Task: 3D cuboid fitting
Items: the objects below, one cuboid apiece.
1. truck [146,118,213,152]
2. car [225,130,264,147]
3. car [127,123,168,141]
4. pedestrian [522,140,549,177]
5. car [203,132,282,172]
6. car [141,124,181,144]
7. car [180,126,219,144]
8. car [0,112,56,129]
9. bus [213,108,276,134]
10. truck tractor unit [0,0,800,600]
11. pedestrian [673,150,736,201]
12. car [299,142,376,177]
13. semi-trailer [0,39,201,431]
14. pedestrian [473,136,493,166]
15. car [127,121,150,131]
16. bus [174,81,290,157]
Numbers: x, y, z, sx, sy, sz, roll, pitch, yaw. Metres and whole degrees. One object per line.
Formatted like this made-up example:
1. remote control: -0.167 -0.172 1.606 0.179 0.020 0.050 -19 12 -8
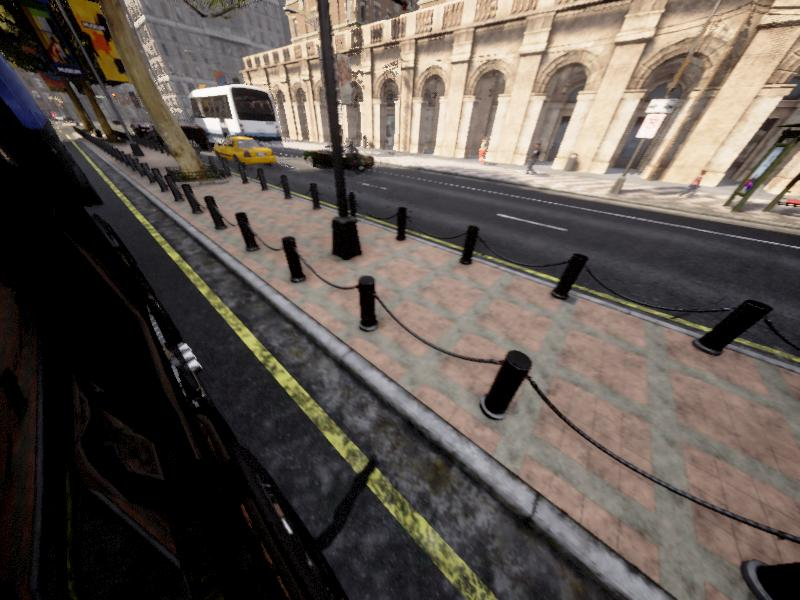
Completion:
1. truck: -19.308 -14.497 20.210 6.274 2.098 2.390 28 43 30
2. car: -17.954 -18.679 26.644 4.718 1.301 1.895 28 43 30
3. car: -29.771 -19.825 27.188 4.902 1.511 2.128 28 43 30
4. pedestrian: 8.301 -8.686 14.196 0.751 1.860 0.751 25 42 27
5. car: -9.630 -9.128 14.059 5.366 1.575 1.801 28 43 30
6. car: -24.766 -17.168 23.926 3.633 1.501 1.845 28 43 30
7. car: -22.957 -18.903 26.435 4.892 1.490 1.837 28 43 30
8. car: -54.432 -25.891 33.342 4.605 1.855 1.932 -14 40 -19
9. bus: -34.320 -39.854 51.700 3.944 4.253 10.273 28 43 30
10. truck tractor unit: -2.645 -0.295 0.351 6.516 4.208 3.053 28 44 30
11. pedestrian: 13.433 -5.542 10.298 0.751 1.860 0.751 25 42 27
12. car: -3.850 -8.643 14.052 4.718 1.301 1.895 28 43 30
13. semi-trailer: -8.694 -3.600 4.243 14.254 4.402 2.717 28 43 30
14. pedestrian: 6.524 -11.725 18.187 0.751 1.860 0.751 -28 47 -35
15. car: -49.578 -33.032 43.801 4.181 1.385 1.994 28 43 30
16. bus: -14.664 -15.524 20.117 10.273 4.253 3.944 28 43 30
